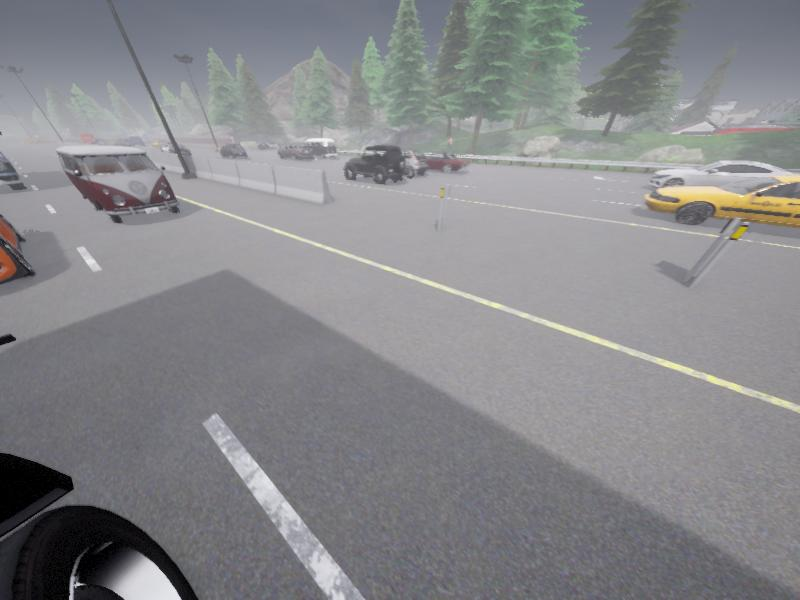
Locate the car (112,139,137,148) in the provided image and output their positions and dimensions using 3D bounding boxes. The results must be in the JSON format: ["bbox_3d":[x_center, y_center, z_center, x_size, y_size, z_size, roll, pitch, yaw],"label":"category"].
[{"bbox_3d":[-60.825,-34.537,50.959,4.611,1.667,2.242,22,41,28],"label":"car"}]

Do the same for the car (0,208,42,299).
[{"bbox_3d":[-8.874,-1.213,3.987,4.553,1.767,2.097,22,41,28],"label":"car"}]

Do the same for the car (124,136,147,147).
[{"bbox_3d":[-64.768,-38.810,56.542,5.566,2.045,2.150,23,41,29],"label":"car"}]

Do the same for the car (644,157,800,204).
[{"bbox_3d":[15.441,-5.924,11.198,4.674,1.442,1.812,22,41,28],"label":"car"}]

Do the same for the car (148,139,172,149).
[{"bbox_3d":[-50.640,-32.866,48.680,5.366,1.575,1.801,22,41,28],"label":"car"}]

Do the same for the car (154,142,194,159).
[{"bbox_3d":[-28.645,-19.015,29.268,4.974,1.542,2.038,22,41,28],"label":"car"}]

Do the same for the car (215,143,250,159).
[{"bbox_3d":[-20.354,-18.106,28.053,3.633,1.501,1.845,22,41,28],"label":"car"}]

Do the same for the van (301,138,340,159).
[{"bbox_3d":[-9.949,-18.997,28.972,4.480,2.038,2.069,22,41,28],"label":"van"}]

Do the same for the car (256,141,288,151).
[{"bbox_3d":[-24.972,-30.219,45.178,2.038,1.542,4.974,18,39,23],"label":"car"}]

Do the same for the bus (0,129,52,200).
[{"bbox_3d":[-22.253,-7.776,11.012,10.273,4.253,3.944,24,41,27],"label":"bus"}]

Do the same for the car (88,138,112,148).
[{"bbox_3d":[-63.721,-33.300,49.082,4.856,1.649,2.033,22,41,28],"label":"car"}]

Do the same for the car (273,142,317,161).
[{"bbox_3d":[-12.223,-17.310,26.880,4.611,1.667,2.242,22,41,28],"label":"car"}]

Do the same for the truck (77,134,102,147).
[{"bbox_3d":[-72.808,-37.484,54.211,5.204,2.467,2.627,27,43,33],"label":"truck"}]

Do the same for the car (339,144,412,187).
[{"bbox_3d":[-1.448,-8.077,13.702,3.866,1.878,1.905,22,41,28],"label":"car"}]

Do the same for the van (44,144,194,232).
[{"bbox_3d":[-9.264,-3.913,7.647,4.442,1.987,1.775,22,41,28],"label":"van"}]

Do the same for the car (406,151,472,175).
[{"bbox_3d":[2.989,-10.946,18.328,4.718,1.301,1.895,22,41,28],"label":"car"}]

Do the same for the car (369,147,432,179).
[{"bbox_3d":[-0.002,-9.834,16.453,3.988,1.617,1.851,22,41,28],"label":"car"}]

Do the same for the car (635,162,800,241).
[{"bbox_3d":[10.920,-2.899,6.748,5.366,1.575,1.801,22,41,28],"label":"car"}]

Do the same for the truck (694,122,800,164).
[{"bbox_3d":[43.643,-19.156,28.145,8.468,3.827,2.891,24,42,30],"label":"truck"}]
